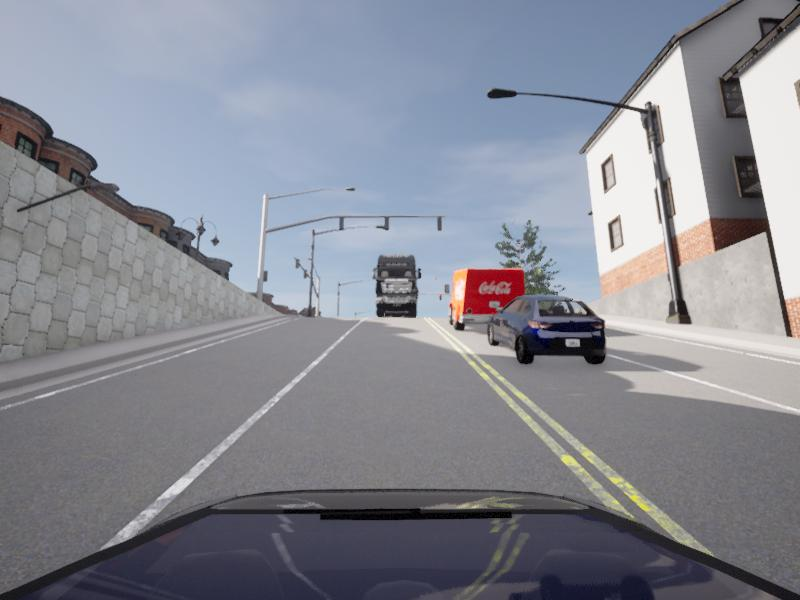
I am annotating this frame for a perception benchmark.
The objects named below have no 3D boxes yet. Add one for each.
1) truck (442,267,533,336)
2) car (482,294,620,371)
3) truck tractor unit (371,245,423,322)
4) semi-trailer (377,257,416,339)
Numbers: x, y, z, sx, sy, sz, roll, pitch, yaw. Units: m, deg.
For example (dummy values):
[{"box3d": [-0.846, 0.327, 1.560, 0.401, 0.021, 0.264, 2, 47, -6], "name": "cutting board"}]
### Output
[{"box3d": [3.405, -0.018, 16.984, 2.627, 2.467, 5.204, 1, 2, 0], "name": "truck"}, {"box3d": [3.420, 0.607, 9.997, 1.816, 1.474, 4.193, 1, 1, 0], "name": "car"}, {"box3d": [-0.225, -0.812, 27.000, 3.053, 4.208, 6.516, 0, -7, 0], "name": "truck tractor unit"}, {"box3d": [-0.286, 0.475, 34.896, 2.717, 4.402, 14.254, 0, -11, 0], "name": "semi-trailer"}]
